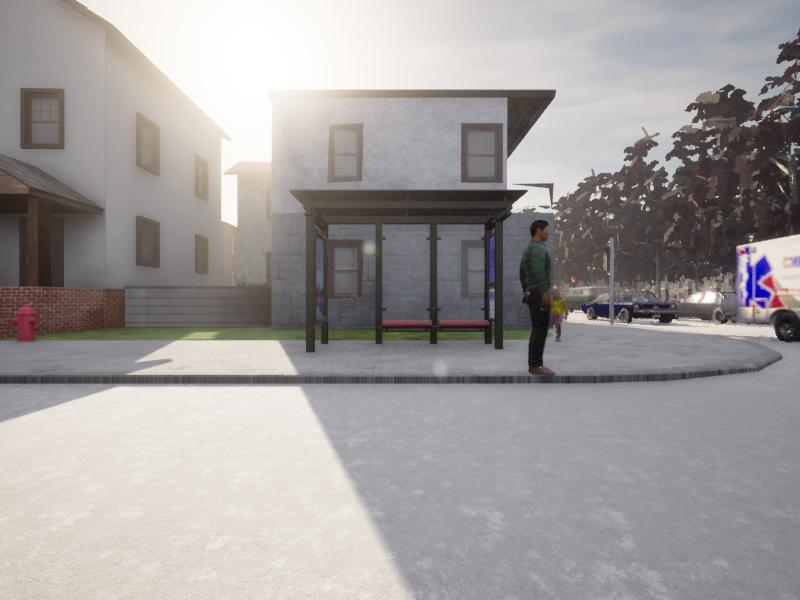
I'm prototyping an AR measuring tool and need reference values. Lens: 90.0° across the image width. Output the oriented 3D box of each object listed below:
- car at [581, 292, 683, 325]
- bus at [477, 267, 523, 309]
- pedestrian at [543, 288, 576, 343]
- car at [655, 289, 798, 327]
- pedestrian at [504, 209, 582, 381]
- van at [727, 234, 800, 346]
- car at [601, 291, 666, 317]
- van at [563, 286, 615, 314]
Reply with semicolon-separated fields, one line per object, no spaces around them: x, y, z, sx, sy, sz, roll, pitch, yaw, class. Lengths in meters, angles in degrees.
10.109;0.344;17.967;1.895;1.301;4.718;0;0;0;car
11.192;-1.129;45.803;3.944;4.253;10.273;0;-1;8;bus
3.278;0.305;8.240;0.500;1.100;0.500;0;0;40;pedestrian
13.945;0.295;17.673;2.033;1.411;5.357;0;0;2;car
1.661;-0.054;4.766;0.751;1.860;0.751;0;0;9;pedestrian
9.757;-0.222;7.680;2.351;2.431;6.366;0;0;7;van
14.194;0.227;24.567;1.845;1.501;3.633;0;0;-1;car
14.274;-0.002;30.573;1.775;1.987;4.442;0;0;-2;van
